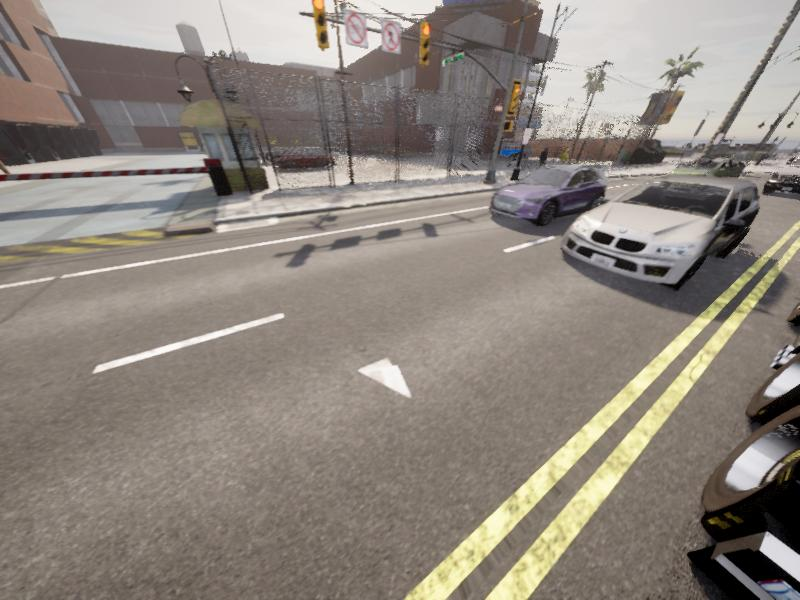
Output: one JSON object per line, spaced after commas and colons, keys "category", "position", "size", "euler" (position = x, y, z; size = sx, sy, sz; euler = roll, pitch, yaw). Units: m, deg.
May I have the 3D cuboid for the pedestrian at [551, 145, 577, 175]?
{"category": "pedestrian", "position": [12.183, -10.411, 17.187], "size": [0.751, 1.860, 0.751], "euler": [-15, 38, -21]}

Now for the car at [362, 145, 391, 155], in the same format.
{"category": "car", "position": [-4.240, -27.148, 41.745], "size": [4.786, 1.482, 2.161], "euler": [-18, 39, -25]}

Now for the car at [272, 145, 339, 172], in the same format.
{"category": "car", "position": [-7.860, -11.969, 19.430], "size": [4.553, 1.767, 2.185], "euler": [-18, 39, -25]}

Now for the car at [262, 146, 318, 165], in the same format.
{"category": "car", "position": [-11.744, -15.612, 24.855], "size": [5.008, 1.535, 2.097], "euler": [-18, 39, -25]}

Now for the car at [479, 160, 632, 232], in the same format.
{"category": "car", "position": [5.528, -3.936, 8.314], "size": [4.856, 1.649, 2.033], "euler": [-17, 39, -24]}

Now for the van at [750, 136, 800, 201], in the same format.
{"category": "van", "position": [21.927, -6.612, 11.528], "size": [5.915, 2.561, 1.988], "euler": [-8, 36, -12]}

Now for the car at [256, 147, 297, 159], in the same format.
{"category": "car", "position": [-17.197, -20.597, 32.320], "size": [4.718, 1.301, 1.895], "euler": [-18, 39, -25]}

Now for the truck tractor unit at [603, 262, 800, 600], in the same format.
{"category": "truck tractor unit", "position": [5.108, -0.302, 0.794], "size": [6.516, 4.208, 3.053], "euler": [-18, 39, -24]}

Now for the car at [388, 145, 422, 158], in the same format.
{"category": "car", "position": [0.790, -22.254, 34.612], "size": [4.674, 1.452, 2.002], "euler": [-18, 39, -25]}

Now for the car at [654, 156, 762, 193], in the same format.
{"category": "car", "position": [18.079, -7.510, 13.668], "size": [4.514, 1.525, 2.007], "euler": [-12, 37, -17]}

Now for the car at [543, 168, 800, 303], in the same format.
{"category": "car", "position": [6.017, -1.822, 5.237], "size": [4.611, 1.667, 2.242], "euler": [-18, 39, -24]}

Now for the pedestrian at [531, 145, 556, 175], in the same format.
{"category": "pedestrian", "position": [10.634, -10.405, 17.164], "size": [0.751, 1.860, 0.751], "euler": [-16, 38, -22]}

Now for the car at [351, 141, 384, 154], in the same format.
{"category": "car", "position": [-6.175, -29.041, 43.979], "size": [5.566, 2.045, 2.435], "euler": [-18, 39, -25]}

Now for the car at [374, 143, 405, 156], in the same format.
{"category": "car", "position": [-1.692, -24.842, 38.022], "size": [4.553, 1.767, 2.185], "euler": [-18, 39, -25]}
